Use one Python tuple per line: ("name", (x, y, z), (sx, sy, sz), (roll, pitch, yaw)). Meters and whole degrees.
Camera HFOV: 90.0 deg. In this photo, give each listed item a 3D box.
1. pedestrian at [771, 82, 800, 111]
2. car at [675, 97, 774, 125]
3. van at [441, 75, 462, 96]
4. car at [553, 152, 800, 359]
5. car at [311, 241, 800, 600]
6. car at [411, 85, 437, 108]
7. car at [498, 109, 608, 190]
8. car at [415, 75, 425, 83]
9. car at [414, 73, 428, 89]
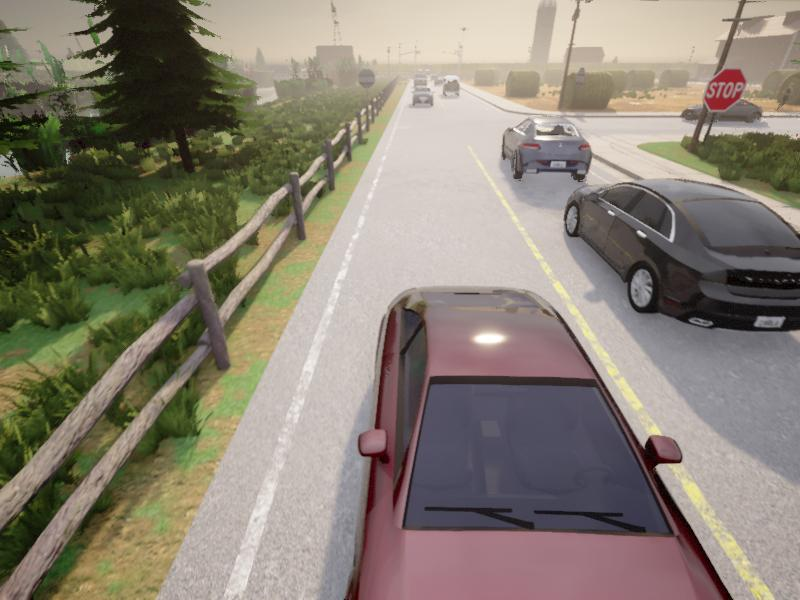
("pedestrian", (28.568, -15.034, 29.591), (0.751, 1.860, 0.751), (-1, 30, -2))
("car", (19.987, -11.749, 24.813), (4.181, 1.385, 1.994), (-1, 30, -1))
("van", (6.092, -25.536, 47.636), (2.069, 2.038, 4.480), (1, 30, 2))
("car", (4.304, -1.182, 6.531), (1.837, 1.490, 4.892), (1, 30, 2))
("car", (0.714, 1.009, 2.928), (1.994, 1.385, 4.181), (1, 30, 1))
("car", (2.039, -18.138, 35.503), (2.128, 1.511, 4.902), (1, 30, 2))
("car", (4.702, -5.177, 13.238), (2.152, 1.651, 5.027), (3, 31, 5))
("car", (4.145, -46.080, 83.401), (1.970, 1.475, 3.806), (1, 30, 2))
("car", (3.280, -34.799, 63.470), (2.150, 2.045, 5.566), (1, 30, 2))
